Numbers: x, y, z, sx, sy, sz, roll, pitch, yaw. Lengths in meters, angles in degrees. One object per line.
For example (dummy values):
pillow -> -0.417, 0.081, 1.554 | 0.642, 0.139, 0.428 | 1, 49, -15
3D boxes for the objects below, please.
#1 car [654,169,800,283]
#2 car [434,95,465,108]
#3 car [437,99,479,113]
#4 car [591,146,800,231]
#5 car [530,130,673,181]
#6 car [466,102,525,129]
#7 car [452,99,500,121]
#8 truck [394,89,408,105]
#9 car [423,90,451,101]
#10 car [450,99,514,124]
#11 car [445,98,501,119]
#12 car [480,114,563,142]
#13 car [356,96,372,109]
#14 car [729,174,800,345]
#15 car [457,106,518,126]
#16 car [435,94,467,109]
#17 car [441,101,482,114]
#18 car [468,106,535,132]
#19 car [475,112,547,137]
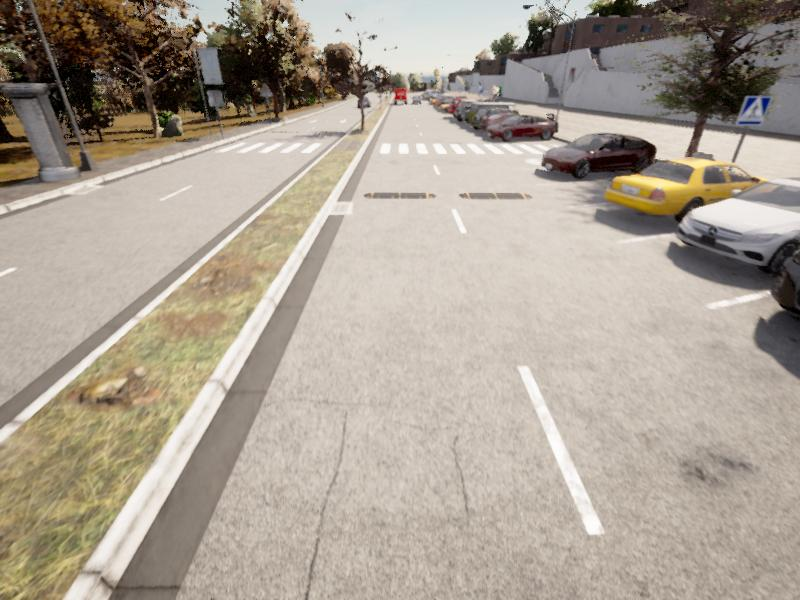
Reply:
car -> 8.098, -1.718, 8.271 | 4.674, 1.452, 2.002 | -9, 30, -18
car -> 8.169, -32.854, 66.225 | 4.553, 1.767, 2.185 | -9, 30, -18
car -> 8.005, -27.017, 55.739 | 5.366, 1.575, 1.946 | -9, 30, -18
car -> 8.270, -3.189, 10.969 | 5.366, 1.575, 1.946 | -9, 29, -18
car -> 8.081, -5.939, 16.216 | 4.792, 1.488, 2.163 | -9, 30, -18
car -> 8.253, -16.026, 34.672 | 4.442, 1.987, 1.878 | -9, 29, -18
car -> 8.050, -20.186, 42.497 | 4.442, 1.987, 1.878 | -9, 30, -18
truck -> 0.147, -38.528, 75.733 | 2.627, 2.467, 5.204 | 0, 29, 0
car -> 8.270, -45.875, 89.727 | 5.566, 2.045, 2.435 | -9, 30, -18
car -> 8.129, -18.822, 39.877 | 5.566, 2.045, 2.435 | -9, 30, -18
car -> 8.189, -21.634, 45.173 | 5.566, 2.045, 2.435 | -9, 29, -18
car -> 8.100, -11.570, 26.819 | 4.792, 1.488, 2.163 | -9, 30, -18
car -> -5.683, -31.614, 63.948 | 2.033, 1.649, 4.856 | 0, 28, 0
car -> 8.067, -0.565, 5.465 | 5.566, 2.045, 2.435 | -9, 30, -18
car -> 8.139, -17.207, 37.374 | 4.892, 1.521, 2.231 | -9, 29, -18
car -> 8.087, -31.490, 63.521 | 4.442, 1.987, 1.878 | -9, 31, -18
car -> 8.145, -25.598, 53.178 | 4.792, 1.488, 2.163 | -9, 30, -18
car -> 8.108, -14.517, 32.038 | 4.553, 1.767, 2.185 | -9, 29, -18
car -> 8.126, -12.976, 29.490 | 4.674, 1.452, 2.002 | -9, 29, -18
